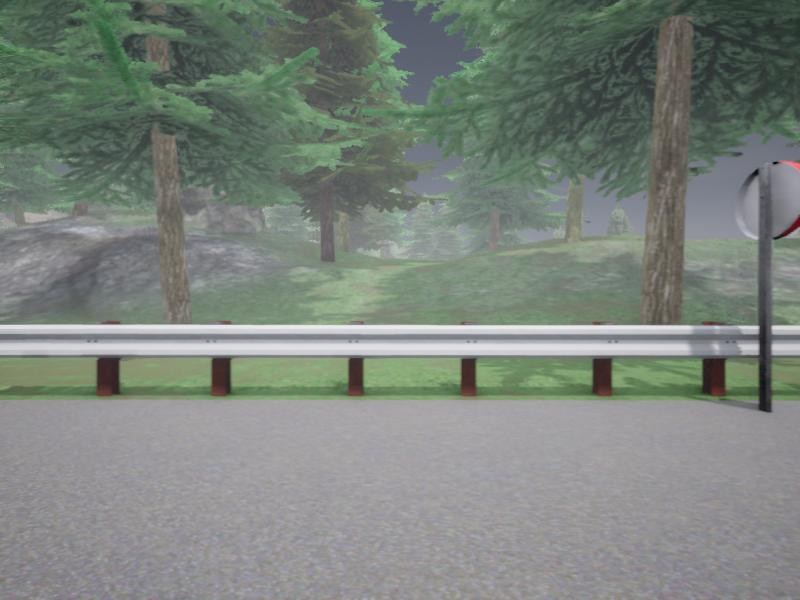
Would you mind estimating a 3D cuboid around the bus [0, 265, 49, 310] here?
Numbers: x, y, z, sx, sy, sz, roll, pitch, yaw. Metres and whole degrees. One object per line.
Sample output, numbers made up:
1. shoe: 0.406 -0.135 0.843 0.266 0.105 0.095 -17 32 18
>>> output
1. bus: -40.122 -1.195 38.546 3.944 4.253 10.273 0 0 -3
